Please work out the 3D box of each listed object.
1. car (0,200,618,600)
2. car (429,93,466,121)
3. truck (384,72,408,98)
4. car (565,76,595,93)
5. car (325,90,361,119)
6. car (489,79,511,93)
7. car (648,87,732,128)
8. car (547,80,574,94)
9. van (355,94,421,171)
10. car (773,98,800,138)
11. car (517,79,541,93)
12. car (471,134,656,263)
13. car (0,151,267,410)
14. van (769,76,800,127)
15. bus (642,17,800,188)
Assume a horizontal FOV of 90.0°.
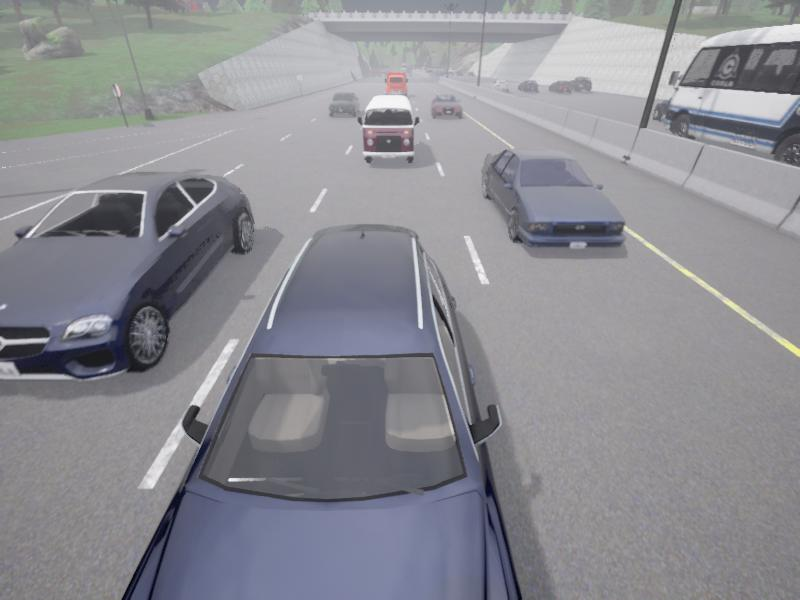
[{"bbox_3d":[-0.370,0.703,3.206,2.033,1.649,4.856,0,30,0],"label":"car"},{"bbox_3d":[3.107,-13.189,27.221,1.994,1.385,4.181,0,30,0],"label":"car"},{"bbox_3d":[-0.410,-24.591,45.660,2.627,2.467,5.204,0,30,0],"label":"truck"},{"bbox_3d":[24.080,-28.979,53.732,1.932,1.855,4.605,0,31,0],"label":"car"},{"bbox_3d":[-3.894,-13.881,28.282,1.837,1.490,4.892,0,30,0],"label":"car"},{"bbox_3d":[13.580,-29.146,54.447,1.812,1.442,4.674,0,30,0],"label":"car"},{"bbox_3d":[17.111,-11.573,23.931,1.905,1.878,3.866,0,30,0],"label":"car"},{"bbox_3d":[20.581,-27.443,51.500,1.816,1.474,4.193,0,30,0],"label":"car"},{"bbox_3d":[-0.381,-6.374,14.891,2.069,2.038,4.480,0,30,0],"label":"van"},{"bbox_3d":[20.614,-8.253,18.466,2.242,1.667,4.611,0,30,0],"label":"car"},{"bbox_3d":[17.080,-28.488,53.290,1.816,1.474,4.193,0,30,0],"label":"car"},{"bbox_3d":[3.123,-2.632,9.129,2.033,1.411,5.357,0,30,0],"label":"car"},{"bbox_3d":[-3.871,-0.851,5.857,2.152,1.651,5.027,0,30,0],"label":"car"},{"bbox_3d":[24.116,-10.728,21.840,1.988,2.561,5.915,0,30,0],"label":"van"},{"bbox_3d":[13.498,-6.872,13.550,3.944,4.253,10.273,0,30,0],"label":"bus"}]
